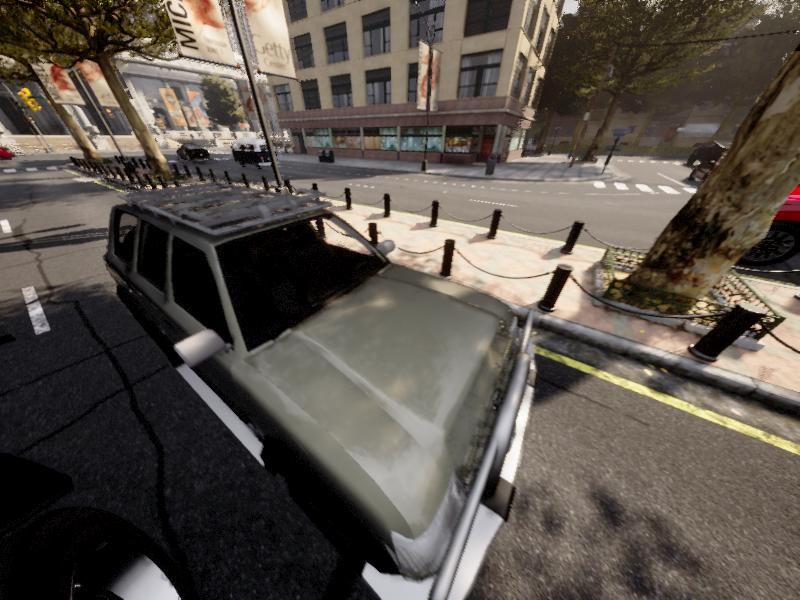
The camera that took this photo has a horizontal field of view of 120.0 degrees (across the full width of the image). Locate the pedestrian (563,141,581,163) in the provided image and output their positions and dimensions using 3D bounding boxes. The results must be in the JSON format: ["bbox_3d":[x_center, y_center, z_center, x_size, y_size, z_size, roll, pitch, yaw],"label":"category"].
[{"bbox_3d":[17.308,-14.926,23.272,0.751,1.860,0.751,14,37,18],"label":"pedestrian"}]

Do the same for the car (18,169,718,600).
[{"bbox_3d":[-1.172,-0.046,2.336,4.605,1.855,1.932,21,40,27],"label":"car"}]

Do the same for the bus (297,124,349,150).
[{"bbox_3d":[-16.405,-35.613,50.575,3.944,4.253,10.273,21,40,27],"label":"bus"}]

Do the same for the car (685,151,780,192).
[{"bbox_3d":[18.839,-7.591,13.411,1.851,1.617,3.988,23,41,29],"label":"car"}]

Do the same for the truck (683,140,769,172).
[{"bbox_3d":[29.544,-13.443,21.360,2.390,2.098,6.274,20,40,26],"label":"truck"}]

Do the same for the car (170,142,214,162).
[{"bbox_3d":[-23.425,-16.701,25.985,5.238,1.638,1.930,24,41,29],"label":"car"}]

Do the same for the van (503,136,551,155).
[{"bbox_3d":[21.128,-25.903,38.676,6.366,2.431,2.351,21,40,27],"label":"van"}]

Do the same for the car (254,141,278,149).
[{"bbox_3d":[-29.357,-34.156,50.798,1.970,1.475,3.806,21,40,27],"label":"car"}]

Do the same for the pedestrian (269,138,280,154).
[{"bbox_3d":[-17.935,-22.008,33.052,0.751,1.860,0.751,-9,36,-13],"label":"pedestrian"}]

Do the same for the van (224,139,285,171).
[{"bbox_3d":[-12.341,-12.407,19.639,4.480,2.038,2.069,22,40,27],"label":"van"}]

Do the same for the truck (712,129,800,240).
[{"bbox_3d":[13.017,-2.762,5.774,5.204,2.467,2.627,21,40,27],"label":"truck"}]

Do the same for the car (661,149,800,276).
[{"bbox_3d":[9.552,-1.510,4.340,5.566,2.045,2.150,21,40,27],"label":"car"}]

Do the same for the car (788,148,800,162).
[{"bbox_3d":[49.801,-16.804,26.906,4.181,1.385,1.994,23,41,28],"label":"car"}]

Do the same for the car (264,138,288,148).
[{"bbox_3d":[-26.336,-33.390,49.164,1.851,1.617,3.988,21,40,27],"label":"car"}]

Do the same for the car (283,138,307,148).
[{"bbox_3d":[-25.282,-37.786,55.658,1.932,1.855,4.605,21,40,27],"label":"car"}]

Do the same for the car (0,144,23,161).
[{"bbox_3d":[-44.651,-15.464,24.214,4.792,1.488,2.163,-20,40,-26],"label":"car"}]
